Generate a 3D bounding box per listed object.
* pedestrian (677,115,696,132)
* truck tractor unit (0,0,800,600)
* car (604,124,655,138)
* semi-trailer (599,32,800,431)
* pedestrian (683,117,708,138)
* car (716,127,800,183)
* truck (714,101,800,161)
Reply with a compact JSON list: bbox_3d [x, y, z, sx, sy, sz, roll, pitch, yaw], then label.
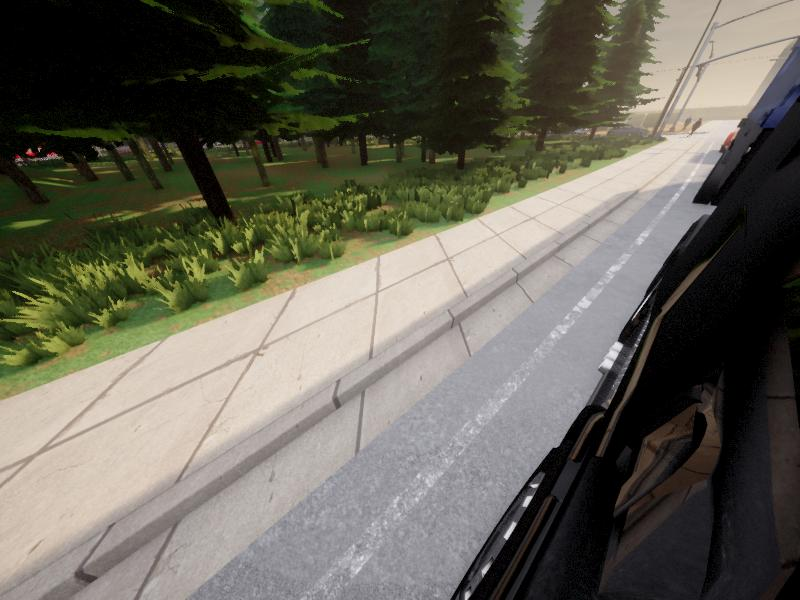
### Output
[{"bbox_3d":[40.187,-24.766,32.392,0.751,1.860,0.751,17,41,24],"label":"pedestrian"},{"bbox_3d":[2.645,-0.295,0.351,6.516,4.208,3.053,-28,44,-30],"label":"truck tractor unit"},{"bbox_3d":[29.387,-21.737,29.761,1.994,1.385,4.181,-29,44,-30],"label":"car"},{"bbox_3d":[8.644,-3.642,4.279,14.254,4.402,2.717,-29,44,-30],"label":"semi-trailer"},{"bbox_3d":[32.161,-18.776,25.165,0.751,1.860,0.751,-18,39,-19],"label":"pedestrian"},{"bbox_3d":[15.882,-6.351,9.892,4.902,1.511,2.128,-29,44,-30],"label":"car"},{"bbox_3d":[21.376,-9.912,13.486,5.204,2.467,2.627,-30,44,-31],"label":"truck"}]
